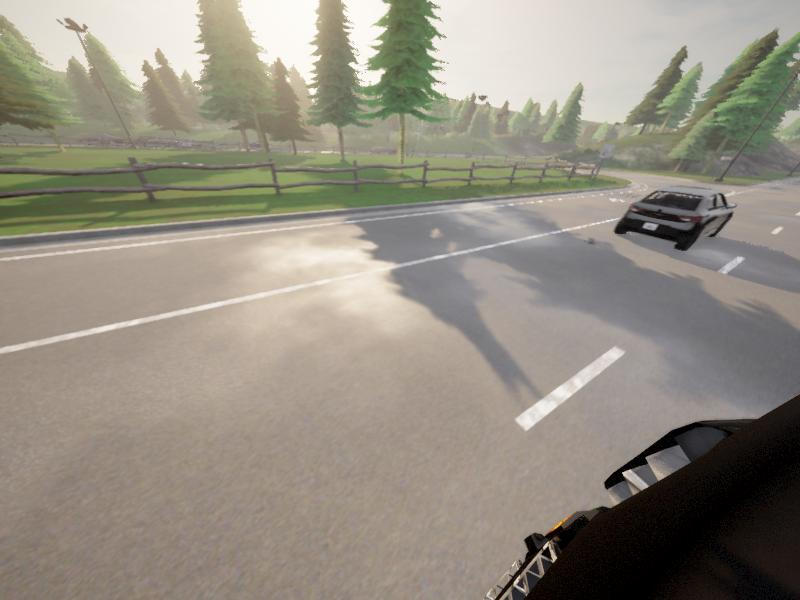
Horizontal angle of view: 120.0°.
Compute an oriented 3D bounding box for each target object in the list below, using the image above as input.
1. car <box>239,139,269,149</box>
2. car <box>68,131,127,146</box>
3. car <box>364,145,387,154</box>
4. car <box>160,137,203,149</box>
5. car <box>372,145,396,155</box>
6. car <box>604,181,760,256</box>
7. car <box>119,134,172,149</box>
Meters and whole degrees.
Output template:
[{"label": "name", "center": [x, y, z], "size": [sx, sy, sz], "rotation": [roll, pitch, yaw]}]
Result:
[{"label": "car", "center": [-30.937, -32.992, 49.006], "size": [5.008, 1.535, 1.882], "rotation": [-16, 38, -25]}, {"label": "car", "center": [-48.243, -25.823, 37.038], "size": [5.238, 1.638, 1.930], "rotation": [-16, 38, -26]}, {"label": "car", "center": [-5.982, -37.348, 57.282], "size": [5.366, 1.575, 1.801], "rotation": [-7, 35, -14]}, {"label": "car", "center": [-36.989, -26.740, 39.324], "size": [4.974, 1.542, 2.038], "rotation": [-16, 38, -26]}, {"label": "car", "center": [-3.558, -33.935, 52.343], "size": [5.027, 1.651, 2.152], "rotation": [-11, 36, -20]}, {"label": "car", "center": [8.870, -2.771, 7.311], "size": [4.193, 1.474, 1.816], "rotation": [-16, 38, -26]}, {"label": "car", "center": [-38.548, -24.076, 35.181], "size": [4.856, 1.649, 2.033], "rotation": [-16, 38, -25]}]
